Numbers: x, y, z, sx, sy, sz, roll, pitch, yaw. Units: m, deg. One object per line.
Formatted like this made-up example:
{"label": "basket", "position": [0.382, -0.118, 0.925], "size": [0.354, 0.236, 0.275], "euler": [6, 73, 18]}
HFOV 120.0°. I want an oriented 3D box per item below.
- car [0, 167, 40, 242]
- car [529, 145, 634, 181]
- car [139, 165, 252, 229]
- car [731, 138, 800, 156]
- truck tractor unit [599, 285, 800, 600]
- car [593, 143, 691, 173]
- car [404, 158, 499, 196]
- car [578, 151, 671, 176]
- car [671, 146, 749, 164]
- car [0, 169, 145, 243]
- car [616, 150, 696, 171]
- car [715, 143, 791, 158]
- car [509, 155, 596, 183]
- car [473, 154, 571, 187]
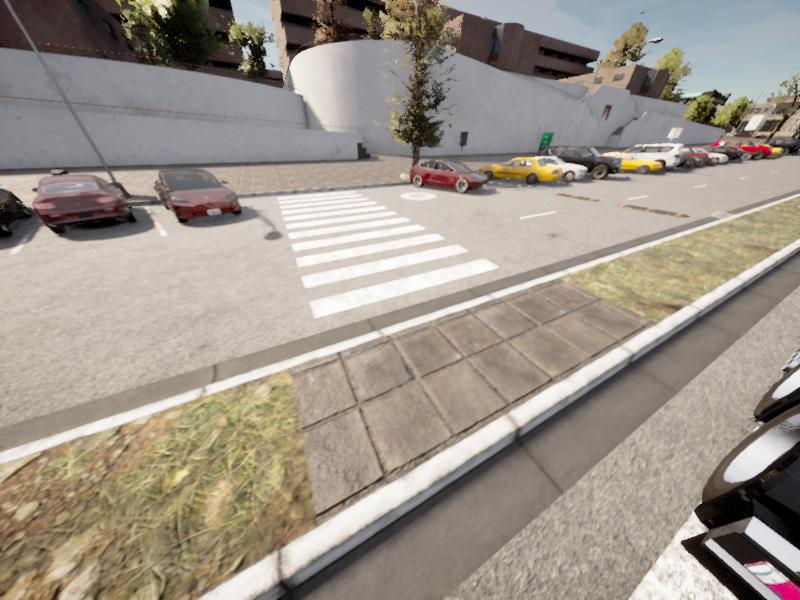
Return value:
{"label": "car", "position": [-13.372, -2.832, 6.680], "size": [4.553, 1.767, 2.185], "euler": [28, 43, 35]}
{"label": "car", "position": [13.503, -10.536, 17.594], "size": [5.566, 2.045, 2.435], "euler": [28, 43, 35]}
{"label": "car", "position": [-8.008, -4.220, 8.963], "size": [4.792, 1.488, 2.163], "euler": [28, 43, 35]}
{"label": "car", "position": [53.772, -22.391, 33.789], "size": [5.566, 2.045, 2.435], "euler": [27, 44, 35]}
{"label": "truck tractor unit", "position": [5.137, -0.273, 0.739], "size": [6.516, 4.208, 3.053], "euler": [-17, 38, -22]}
{"label": "car", "position": [21.523, -12.881, 20.886], "size": [5.566, 2.045, 2.435], "euler": [27, 43, 35]}
{"label": "car", "position": [2.745, -7.254, 13.360], "size": [4.792, 1.488, 2.163], "euler": [28, 43, 35]}
{"label": "car", "position": [18.993, -11.818, 19.819], "size": [5.366, 1.575, 1.946], "euler": [27, 43, 35]}
{"label": "car", "position": [34.995, -16.611, 26.395], "size": [5.008, 1.535, 2.097], "euler": [27, 44, 35]}
{"label": "car", "position": [-10.720, -3.458, 7.880], "size": [4.674, 1.452, 2.002], "euler": [28, 43, 35]}
{"label": "car", "position": [24.213, -13.431, 22.125], "size": [4.792, 1.488, 2.163], "euler": [27, 44, 35]}
{"label": "car", "position": [48.292, -20.665, 31.868], "size": [5.366, 1.575, 1.946], "euler": [27, 44, 35]}
{"label": "car", "position": [10.789, -9.541, 16.677], "size": [4.674, 1.452, 2.002], "euler": [28, 43, 35]}
{"label": "car", "position": [7.962, -8.878, 15.656], "size": [5.366, 1.575, 1.946], "euler": [28, 43, 35]}
